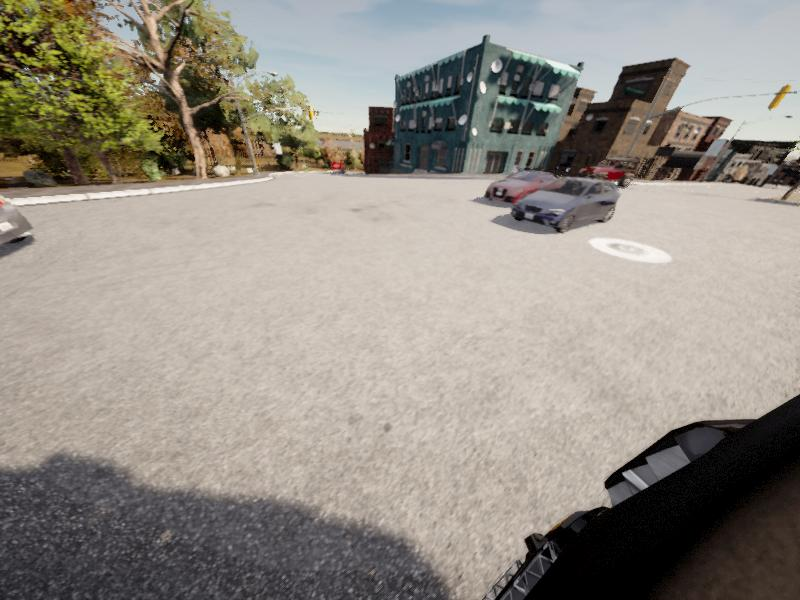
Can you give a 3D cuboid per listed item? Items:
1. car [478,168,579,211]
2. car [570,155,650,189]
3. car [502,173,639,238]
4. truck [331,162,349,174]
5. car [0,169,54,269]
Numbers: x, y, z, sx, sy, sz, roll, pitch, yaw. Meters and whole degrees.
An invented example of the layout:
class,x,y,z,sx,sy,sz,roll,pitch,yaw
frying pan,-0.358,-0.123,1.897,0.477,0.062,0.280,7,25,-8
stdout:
class,x,y,z,sx,sy,sz,roll,pitch,yaw
car,6.175,-5.443,11.135,4.181,1.385,1.994,-17,38,-25
car,15.655,-9.638,17.372,3.866,1.878,1.905,-3,35,-10
car,5.940,-3.469,8.120,4.193,1.474,1.816,-17,38,-25
truck,-15.152,-33.463,58.633,2.627,2.467,5.204,6,29,4
car,-9.003,-1.149,3.431,3.633,1.501,1.845,-15,38,-27
